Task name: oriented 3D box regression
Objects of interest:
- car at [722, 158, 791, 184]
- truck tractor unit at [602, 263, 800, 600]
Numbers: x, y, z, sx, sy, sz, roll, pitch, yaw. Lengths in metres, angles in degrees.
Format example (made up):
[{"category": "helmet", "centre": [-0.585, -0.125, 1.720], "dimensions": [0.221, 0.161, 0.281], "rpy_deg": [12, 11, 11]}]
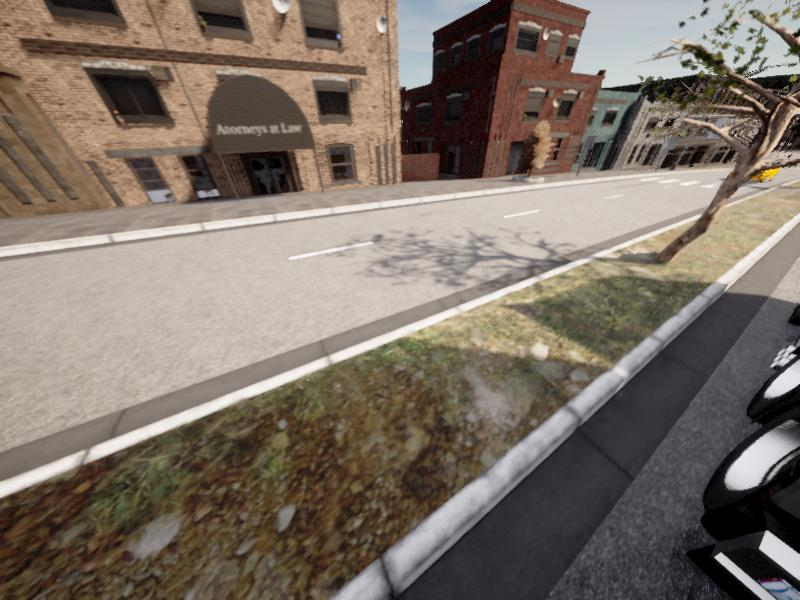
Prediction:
[{"category": "car", "centre": [28.647, -10.415, 18.553], "dimensions": [5.008, 1.535, 1.882], "rpy_deg": [-17, 38, -25]}, {"category": "truck tractor unit", "centre": [5.114, -0.297, 0.793], "dimensions": [6.516, 4.208, 3.053], "rpy_deg": [-18, 39, -24]}]
